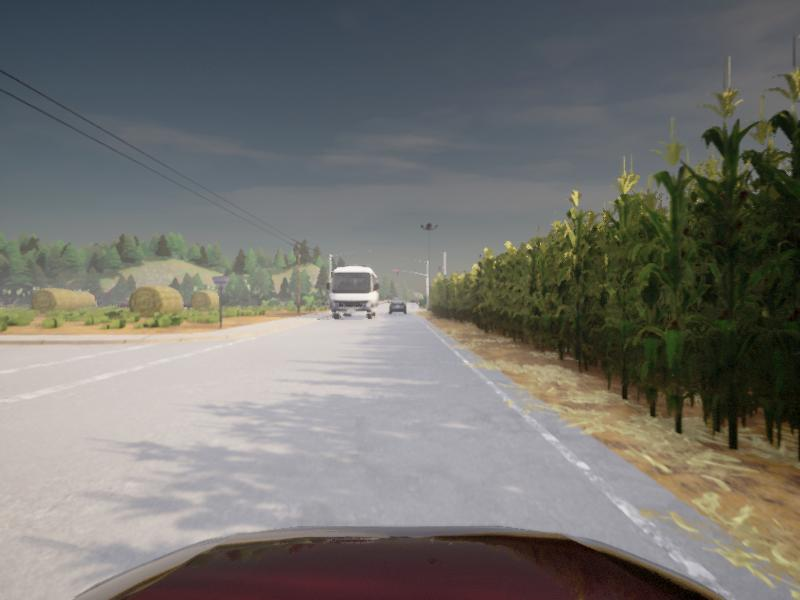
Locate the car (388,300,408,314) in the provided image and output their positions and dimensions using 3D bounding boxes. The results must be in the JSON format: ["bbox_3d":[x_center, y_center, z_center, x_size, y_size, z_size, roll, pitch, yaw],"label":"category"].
[{"bbox_3d":[-0.230,0.799,46.288,2.163,1.488,4.792,0,0,0],"label":"car"}]

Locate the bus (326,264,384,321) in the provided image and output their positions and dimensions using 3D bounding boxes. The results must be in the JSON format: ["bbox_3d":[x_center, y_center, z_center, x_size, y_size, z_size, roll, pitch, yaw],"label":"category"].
[{"bbox_3d":[-3.571,-0.573,34.899,3.944,4.253,10.273,0,0,0],"label":"bus"}]
